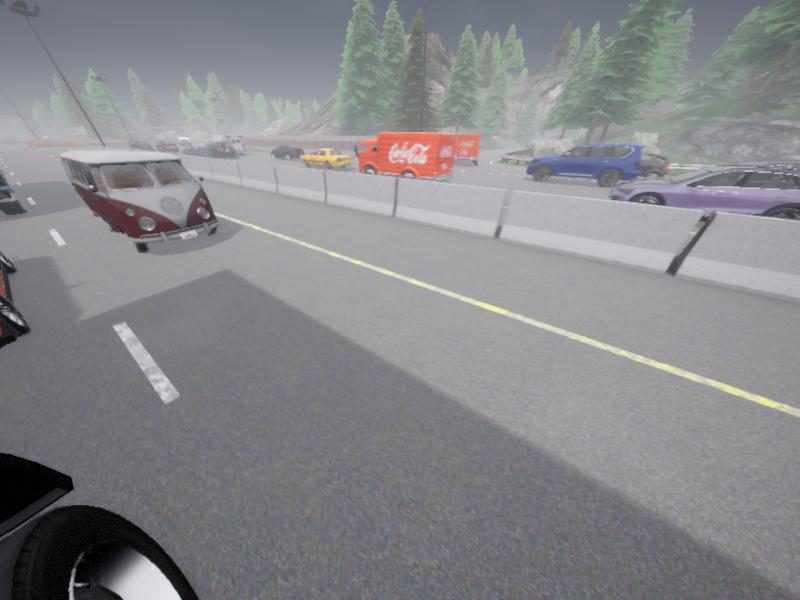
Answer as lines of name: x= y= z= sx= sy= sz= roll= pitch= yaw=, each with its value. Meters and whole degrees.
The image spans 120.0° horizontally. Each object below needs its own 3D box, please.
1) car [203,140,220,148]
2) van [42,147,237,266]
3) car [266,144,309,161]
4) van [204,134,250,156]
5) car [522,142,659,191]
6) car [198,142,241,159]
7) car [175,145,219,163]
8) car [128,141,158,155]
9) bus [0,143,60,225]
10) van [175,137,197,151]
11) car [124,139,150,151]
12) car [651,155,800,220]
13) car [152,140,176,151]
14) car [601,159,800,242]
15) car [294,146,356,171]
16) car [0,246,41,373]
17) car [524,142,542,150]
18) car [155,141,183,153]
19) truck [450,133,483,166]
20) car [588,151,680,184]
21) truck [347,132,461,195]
car: x=-43.685 y=-36.099 z=53.540 sx=1.970 sy=1.475 sz=3.806 roll=-13 pitch=37 yaw=-18
van: x=-6.620 y=-2.681 z=5.933 sx=4.442 sy=1.987 sz=1.775 roll=22 pitch=40 yaw=27
car: x=-13.193 y=-17.298 z=27.042 sx=4.892 sy=1.490 sz=1.837 roll=22 pitch=40 yaw=27
van: x=-24.864 y=-22.320 z=33.255 sx=6.366 sy=2.431 sz=2.351 roll=22 pitch=40 yaw=27
car: x=10.694 y=-8.029 z=13.622 sx=5.566 sy=2.045 sz=2.150 roll=22 pitch=40 yaw=27
car: x=-22.364 y=-18.572 z=28.615 sx=4.611 sy=1.667 sz=2.242 roll=22 pitch=40 yaw=27
car: x=-21.981 y=-15.855 z=25.027 sx=4.181 sy=1.385 sz=1.994 roll=22 pitch=40 yaw=27
car: x=-37.659 y=-22.287 z=33.853 sx=3.705 sy=1.549 sz=1.789 roll=24 pitch=41 yaw=29
bus: x=-16.867 y=-5.324 z=7.626 sx=10.273 sy=4.253 sz=3.944 roll=22 pitch=40 yaw=27
van: x=-39.977 y=-29.141 z=43.142 sx=2.069 sy=2.038 sz=4.480 roll=-26 pitch=43 yaw=-32
car: x=-48.250 y=-28.630 z=42.558 sx=2.097 sy=1.767 sz=4.553 roll=-22 pitch=41 yaw=-28
car: x=13.318 y=-4.385 z=8.800 sx=4.611 sy=1.667 sz=2.242 roll=22 pitch=40 yaw=27
car: x=-46.367 y=-30.502 z=45.449 sx=2.242 sy=1.667 sz=4.611 roll=-20 pitch=40 yaw=-26
car: x=9.789 y=-3.331 z=7.310 sx=4.856 sy=1.649 sz=2.033 roll=22 pitch=40 yaw=27
car: x=-6.456 y=-12.214 z=19.814 sx=5.366 sy=1.575 sz=1.801 roll=22 pitch=40 yaw=27
car: x=-6.906 y=-0.277 z=2.685 sx=4.553 sy=1.767 sz=2.097 roll=22 pitch=40 yaw=27
car: x=33.025 y=-38.372 z=57.390 sx=2.128 sy=1.511 sz=4.902 roll=28 pitch=44 yaw=34
car: x=-37.506 y=-24.788 z=37.427 sx=4.514 sy=1.525 sz=2.007 roll=26 pitch=43 yaw=31
truck: x=6.767 y=-15.239 z=23.421 sx=2.627 sy=2.467 sz=5.204 roll=8 pitch=35 yaw=13
car: x=14.781 y=-8.644 z=14.956 sx=3.705 sy=1.549 sz=1.789 roll=22 pitch=40 yaw=27
truck: x=0.129 y=-7.515 z=12.440 sx=5.204 sy=2.467 sz=2.627 roll=22 pitch=41 yaw=27
